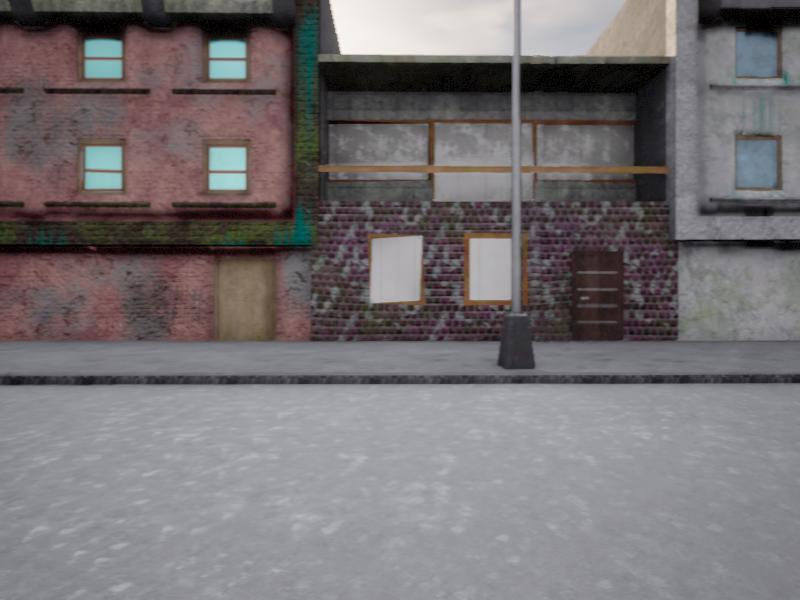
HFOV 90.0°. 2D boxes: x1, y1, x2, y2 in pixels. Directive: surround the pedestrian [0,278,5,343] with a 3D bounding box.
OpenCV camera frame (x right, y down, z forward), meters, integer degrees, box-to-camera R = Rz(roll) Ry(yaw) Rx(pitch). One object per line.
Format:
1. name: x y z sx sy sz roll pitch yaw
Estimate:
1. pedestrian: -8.342 0.210 7.704 0.751 1.300 0.751 0 0 6
